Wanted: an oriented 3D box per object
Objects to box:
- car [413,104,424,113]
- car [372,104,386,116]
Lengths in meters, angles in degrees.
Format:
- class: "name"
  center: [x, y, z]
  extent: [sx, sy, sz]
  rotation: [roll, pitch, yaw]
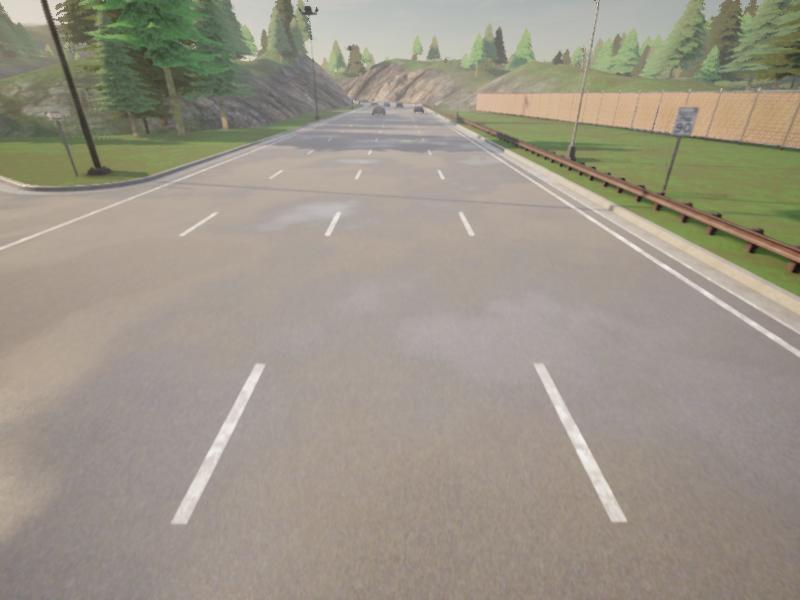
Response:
- class: "car"
  center: [3.551, -36.655, 76.419]
  extent: [1.812, 1.442, 4.674]
  rotation: [0, 27, 0]
- class: "car"
  center: [-3.508, -32.437, 68.294]
  extent: [2.152, 1.651, 5.027]
  rotation: [0, 27, 0]
